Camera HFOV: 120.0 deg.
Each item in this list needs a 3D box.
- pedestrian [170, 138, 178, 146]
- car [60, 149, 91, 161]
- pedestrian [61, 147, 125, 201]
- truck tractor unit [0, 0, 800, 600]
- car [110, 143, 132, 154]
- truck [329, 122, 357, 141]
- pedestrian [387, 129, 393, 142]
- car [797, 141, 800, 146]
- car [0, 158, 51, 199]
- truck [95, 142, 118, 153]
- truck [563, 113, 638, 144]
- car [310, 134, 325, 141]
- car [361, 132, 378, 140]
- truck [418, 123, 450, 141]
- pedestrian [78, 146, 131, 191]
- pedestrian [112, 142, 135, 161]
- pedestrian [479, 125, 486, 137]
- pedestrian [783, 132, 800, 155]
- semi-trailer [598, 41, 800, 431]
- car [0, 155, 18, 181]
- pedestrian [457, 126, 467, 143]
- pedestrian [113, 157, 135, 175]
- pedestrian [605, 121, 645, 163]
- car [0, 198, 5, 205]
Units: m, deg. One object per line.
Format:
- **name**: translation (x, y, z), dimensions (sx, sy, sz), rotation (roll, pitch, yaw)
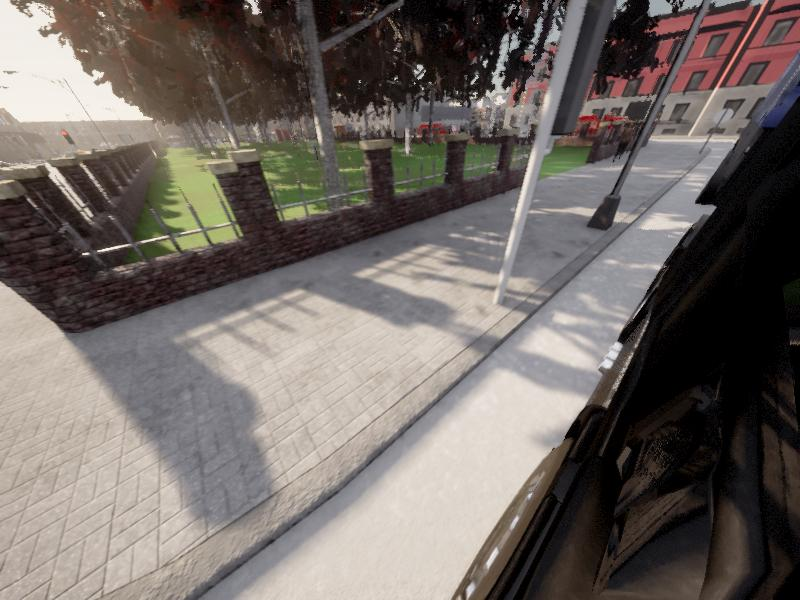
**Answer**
- **pedestrian**: translation (-67.491, -47.054, 68.917), dimensions (0.751, 1.860, 0.751), rotation (-16, 39, -17)
- **car**: translation (-53.373, -23.932, 38.081), dimensions (1.812, 1.442, 4.674), rotation (-28, 44, -30)
- **pedestrian**: translation (-12.944, -5.360, 9.844), dimensions (0.751, 1.860, 0.751), rotation (-28, 44, -30)
- **truck tractor unit**: translation (2.645, -0.295, 0.351), dimensions (6.516, 4.208, 3.053), rotation (-28, 44, -30)
- **car**: translation (-61.865, -33.633, 51.274), dimensions (2.097, 1.767, 4.553), rotation (-28, 44, -30)
- **truck**: translation (-15.155, -44.598, 61.371), dimensions (2.891, 3.827, 8.468), rotation (-28, 44, -30)
- **pedestrian**: translation (-1.873, -30.550, 42.840), dimensions (0.751, 1.860, 0.751), rotation (-28, 44, -30)
- **car**: translation (32.180, -11.453, 15.703), dimensions (1.882, 1.535, 5.008), rotation (-28, 43, -30)
- **car**: translation (-22.393, -6.827, 12.890), dimensions (2.128, 1.511, 4.902), rotation (-30, 45, -32)
- **truck**: translation (-76.037, -39.725, 60.036), dimensions (2.390, 2.098, 6.274), rotation (-28, 44, -30)
- **truck**: translation (21.867, -18.874, 25.476), dimensions (2.627, 2.467, 5.204), rotation (-28, 44, -30)
- **car**: translation (-26.091, -51.111, 72.833), dimensions (2.152, 1.651, 5.027), rotation (-28, 44, -30)
- **car**: translation (-7.920, -42.560, 59.971), dimensions (2.033, 1.649, 4.856), rotation (-28, 44, -30)
- **truck**: translation (5.939, -29.803, 41.063), dimensions (2.627, 2.467, 5.204), rotation (-28, 44, -30)
- **pedestrian**: translation (-14.759, -6.603, 11.615), dimensions (0.751, 1.860, 0.751), rotation (-28, 44, -30)
- **pedestrian**: translation (-32.978, -17.720, 27.596), dimensions (0.751, 1.860, 0.751), rotation (-19, 40, -20)
- **pedestrian**: translation (16.276, -33.531, 45.794), dimensions (0.751, 1.860, 0.751), rotation (-21, 40, -23)
- **pedestrian**: translation (23.711, -9.554, 13.375), dimensions (0.751, 1.860, 0.751), rotation (-28, 44, -30)
- **semi-trailer**: translation (8.682, -3.610, 4.252), dimensions (14.254, 4.402, 2.717), rotation (-28, 44, -30)
- **car**: translation (-33.102, -10.226, 18.097), dimensions (1.837, 1.490, 4.892), rotation (-28, 45, -30)
- **pedestrian**: translation (8.726, -23.271, 32.458), dimensions (0.751, 1.860, 0.751), rotation (-28, 44, -30)
- **pedestrian**: translation (-19.900, -9.689, 16.691), dimensions (0.500, 1.100, 0.500), rotation (-27, 43, -29)
- **pedestrian**: translation (12.360, -8.694, 12.749), dimensions (0.751, 1.860, 0.751), rotation (-27, 43, -29)
- **car**: translation (-18.042, -3.830, 8.518), dimensions (2.033, 1.649, 4.856), rotation (-29, 44, -31)
